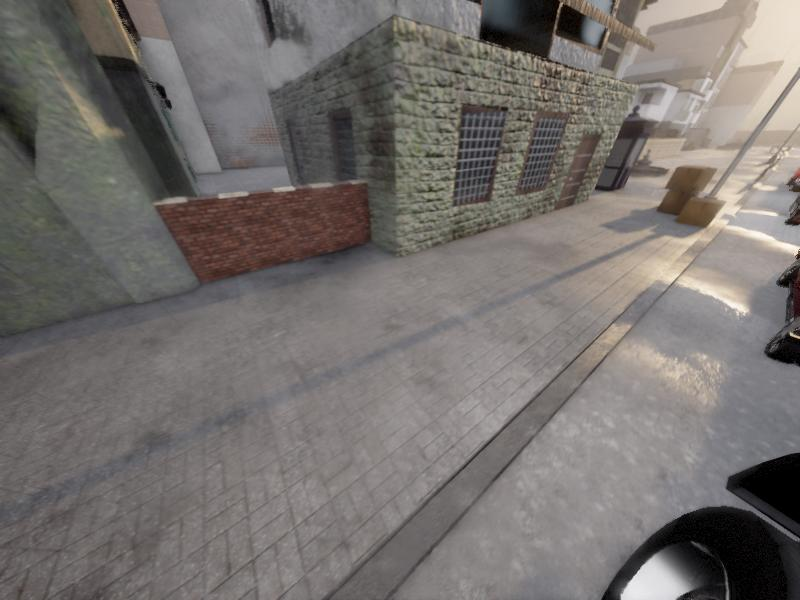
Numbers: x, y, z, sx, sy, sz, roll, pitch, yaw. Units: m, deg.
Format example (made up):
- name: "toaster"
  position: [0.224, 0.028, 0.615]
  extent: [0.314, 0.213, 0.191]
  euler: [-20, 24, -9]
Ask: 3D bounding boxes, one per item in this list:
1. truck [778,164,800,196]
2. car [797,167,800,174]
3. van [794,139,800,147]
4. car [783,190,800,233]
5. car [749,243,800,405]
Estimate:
- name: "truck"
  position: [20.542, -6.197, 10.394]
  extent: [5.204, 2.467, 2.627]
  euler: [-22, 41, -28]
- name: "car"
  position: [30.577, -10.034, 16.260]
  extent: [3.866, 1.878, 1.905]
  euler: [-22, 41, -28]
- name: "van"
  position: [91.421, -34.802, 50.830]
  extent: [1.775, 1.987, 4.442]
  euler: [-22, 41, -28]
- name: "car"
  position: [13.432, -2.866, 6.682]
  extent: [4.181, 1.385, 1.994]
  euler: [-23, 41, -29]
- name: "car"
  position: [6.373, 0.048, 2.678]
  extent: [4.718, 1.301, 1.895]
  euler: [-22, 41, -28]
